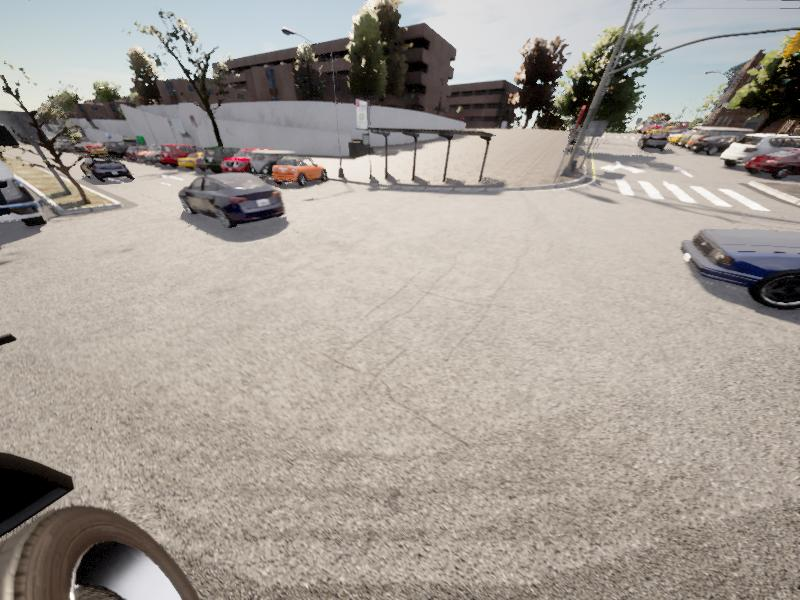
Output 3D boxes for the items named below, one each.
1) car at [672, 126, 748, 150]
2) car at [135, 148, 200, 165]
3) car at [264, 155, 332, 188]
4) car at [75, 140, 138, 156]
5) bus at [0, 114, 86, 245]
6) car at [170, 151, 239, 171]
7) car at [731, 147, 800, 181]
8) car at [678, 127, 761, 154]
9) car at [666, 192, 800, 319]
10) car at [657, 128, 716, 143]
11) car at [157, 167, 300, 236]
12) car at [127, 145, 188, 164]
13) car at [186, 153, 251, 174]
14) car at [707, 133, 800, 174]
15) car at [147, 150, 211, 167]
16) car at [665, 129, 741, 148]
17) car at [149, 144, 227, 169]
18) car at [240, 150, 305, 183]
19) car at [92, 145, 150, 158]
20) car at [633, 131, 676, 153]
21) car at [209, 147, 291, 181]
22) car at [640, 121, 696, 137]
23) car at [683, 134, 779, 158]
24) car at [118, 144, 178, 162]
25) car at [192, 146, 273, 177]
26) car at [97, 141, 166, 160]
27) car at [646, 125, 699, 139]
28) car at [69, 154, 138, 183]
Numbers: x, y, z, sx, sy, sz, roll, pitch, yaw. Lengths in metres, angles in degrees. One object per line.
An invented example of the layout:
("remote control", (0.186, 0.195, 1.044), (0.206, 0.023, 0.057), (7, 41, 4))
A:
("car", (34.500, -18.201, 25.941), (4.442, 1.987, 1.878), (9, 40, 10))
("car", (-27.484, -17.167, 27.620), (2.231, 1.521, 4.892), (8, 34, 9))
("car", (-7.243, -9.625, 17.040), (2.185, 1.767, 4.553), (9, 34, 10))
("car", (-47.768, -24.843, 37.883), (2.435, 2.045, 5.566), (8, 33, 9))
("bus", (-15.779, -4.884, 7.323), (10.273, 4.253, 3.944), (22, 39, 25))
("car", (-19.845, -14.431, 23.869), (1.946, 1.575, 5.366), (8, 34, 9))
("car", (24.787, -8.377, 14.255), (4.674, 1.452, 2.002), (9, 40, 9))
("car", (32.860, -16.597, 23.964), (4.442, 1.987, 1.878), (9, 40, 10))
("car", (8.061, -0.218, 3.287), (5.357, 1.411, 2.033), (25, 41, 28))
("car", (39.520, -22.791, 32.023), (4.674, 1.452, 2.002), (9, 40, 9))
("car", (-6.285, -3.821, 8.481), (4.792, 1.488, 2.163), (21, 39, 28))
("car", (-30.010, -18.230, 28.871), (2.185, 1.767, 4.553), (8, 34, 9))
("car", (-17.354, -13.345, 22.433), (2.002, 1.452, 4.674), (8, 34, 10))
("car", (26.449, -10.202, 16.043), (5.566, 2.045, 2.435), (9, 40, 10))
("car", (-24.953, -16.214, 26.357), (2.163, 1.488, 4.792), (8, 34, 9))
("car", (36.433, -19.587, 28.010), (5.366, 1.575, 1.946), (9, 40, 9))
("car", (-22.407, -15.502, 24.905), (2.435, 2.045, 5.566), (8, 34, 9))
("car", (-9.771, -10.635, 18.251), (1.878, 1.987, 4.442), (9, 34, 10))
("car", (-42.668, -22.890, 35.581), (1.946, 1.575, 5.366), (8, 33, 10))
("car", (27.778, -17.454, 25.386), (2.128, 1.511, 4.902), (22, 44, 25))
("car", (-12.275, -11.664, 19.630), (2.435, 2.045, 5.566), (9, 34, 9))
("car", (45.964, -29.447, 39.764), (5.566, 2.045, 2.435), (8, 40, 9))
("car", (31.327, -14.810, 22.124), (4.892, 1.521, 2.231), (9, 40, 9))
("car", (-32.567, -19.138, 30.120), (2.185, 1.767, 4.553), (8, 33, 10))
("car", (-14.803, -12.653, 20.993), (2.435, 2.045, 5.566), (8, 34, 10))
("car", (-37.627, -21.151, 32.706), (2.435, 2.045, 5.566), (8, 33, 10))
("car", (44.561, -27.612, 37.902), (5.366, 1.575, 1.946), (8, 40, 9))
("car", (-20.854, -9.341, 16.267), (4.193, 1.474, 1.816), (21, 38, 26))
